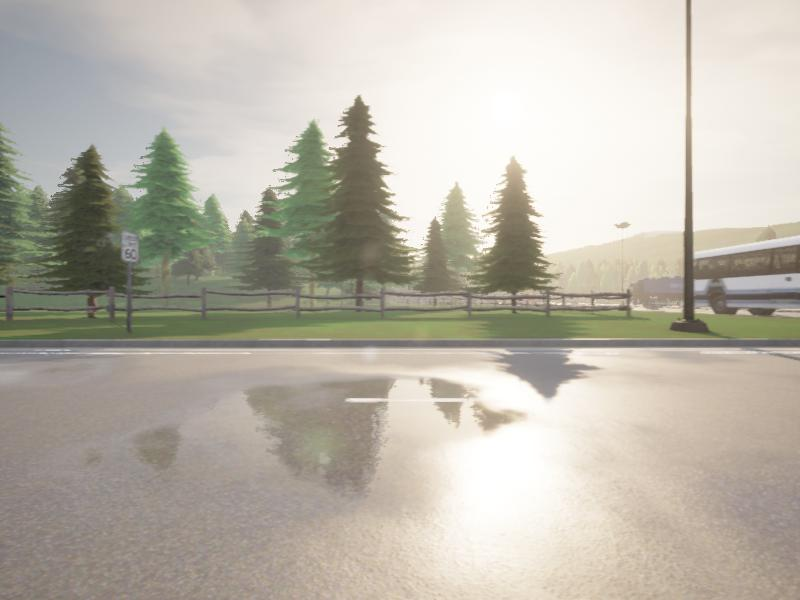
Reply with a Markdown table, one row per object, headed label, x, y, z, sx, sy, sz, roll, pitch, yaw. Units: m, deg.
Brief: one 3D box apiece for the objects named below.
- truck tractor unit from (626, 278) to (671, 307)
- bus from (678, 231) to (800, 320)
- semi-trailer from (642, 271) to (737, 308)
| label | x | y | z | sx | sy | sz | roll | pitch | yaw |
| --- | --- | --- | --- | --- | --- | --- | --- | --- | --- |
| truck tractor unit | 38.785 | -1.164 | 62.755 | 3.053 | 4.208 | 6.516 | -1 | 0 | 0 |
| bus | 20.965 | -1.155 | 22.111 | 3.944 | 4.253 | 10.273 | 0 | 0 | -1 |
| semi-trailer | 38.834 | -1.259 | 54.836 | 2.717 | 4.402 | 14.254 | 0 | 0 | 0 |
